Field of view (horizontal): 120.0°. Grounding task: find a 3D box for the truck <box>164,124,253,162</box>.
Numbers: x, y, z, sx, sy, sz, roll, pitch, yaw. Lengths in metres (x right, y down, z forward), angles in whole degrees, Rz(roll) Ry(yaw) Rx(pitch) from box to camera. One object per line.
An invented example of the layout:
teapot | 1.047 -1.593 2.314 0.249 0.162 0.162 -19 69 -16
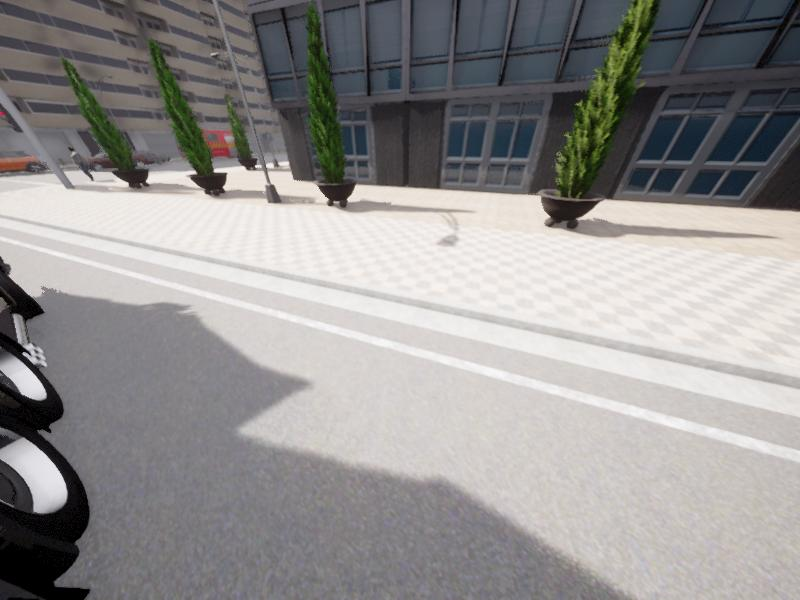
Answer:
truck | -25.556 -21.526 31.772 2.891 3.827 8.468 12 37 17

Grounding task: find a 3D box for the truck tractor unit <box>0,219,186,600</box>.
truck tractor unit | -5.041 -0.359 0.906 6.516 4.208 3.053 21 40 28

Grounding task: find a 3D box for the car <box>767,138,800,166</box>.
car | 38.576 -14.408 22.352 6.274 2.098 2.390 -25 42 -31

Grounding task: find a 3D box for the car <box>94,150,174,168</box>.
car | -28.845 -15.580 25.370 2.033 1.411 5.357 12 37 17

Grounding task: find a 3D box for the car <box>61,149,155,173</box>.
car | -26.807 -13.026 21.551 1.882 1.535 5.008 12 37 17

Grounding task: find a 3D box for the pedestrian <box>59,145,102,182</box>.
pedestrian | -19.381 -8.269 14.045 0.751 1.860 0.751 25 42 32

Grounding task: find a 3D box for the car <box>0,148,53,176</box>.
car | -32.273 -10.943 18.370 2.097 1.767 4.553 14 37 20
